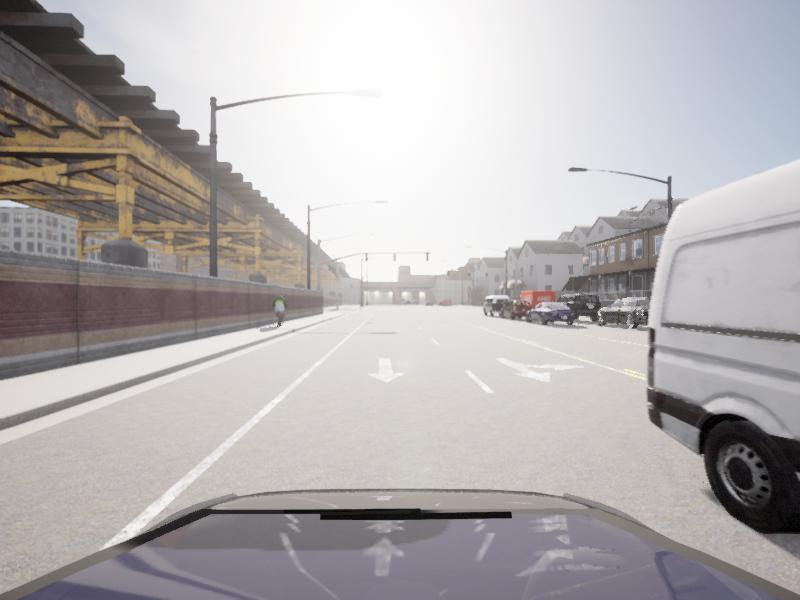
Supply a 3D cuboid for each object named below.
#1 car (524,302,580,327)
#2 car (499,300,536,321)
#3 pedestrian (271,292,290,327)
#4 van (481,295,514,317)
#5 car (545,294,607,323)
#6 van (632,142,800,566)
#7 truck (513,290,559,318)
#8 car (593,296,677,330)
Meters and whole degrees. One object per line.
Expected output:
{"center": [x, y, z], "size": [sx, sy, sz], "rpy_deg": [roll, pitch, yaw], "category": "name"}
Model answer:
{"center": [9.787, 0.876, 26.232], "size": [1.812, 1.442, 4.674], "rpy_deg": [0, 0, -1], "category": "car"}
{"center": [9.620, 0.796, 33.092], "size": [1.851, 1.617, 3.988], "rpy_deg": [0, 0, -2], "category": "car"}
{"center": [-6.374, 0.490, 21.330], "size": [0.751, 1.860, 0.751], "rpy_deg": [0, 0, 2], "category": "pedestrian"}
{"center": [9.459, 0.580, 39.231], "size": [2.069, 2.038, 4.480], "rpy_deg": [0, 0, -2], "category": "van"}
{"center": [13.168, 0.575, 30.403], "size": [2.150, 2.045, 5.566], "rpy_deg": [0, 0, -1], "category": "car"}
{"center": [3.442, 0.323, 1.156], "size": [1.988, 2.561, 5.915], "rpy_deg": [0, 0, -1], "category": "van"}
{"center": [12.863, 0.365, 38.263], "size": [2.627, 2.467, 5.204], "rpy_deg": [0, 0, 0], "category": "truck"}
{"center": [13.377, 0.700, 23.174], "size": [2.097, 1.767, 4.553], "rpy_deg": [0, 0, -2], "category": "car"}
